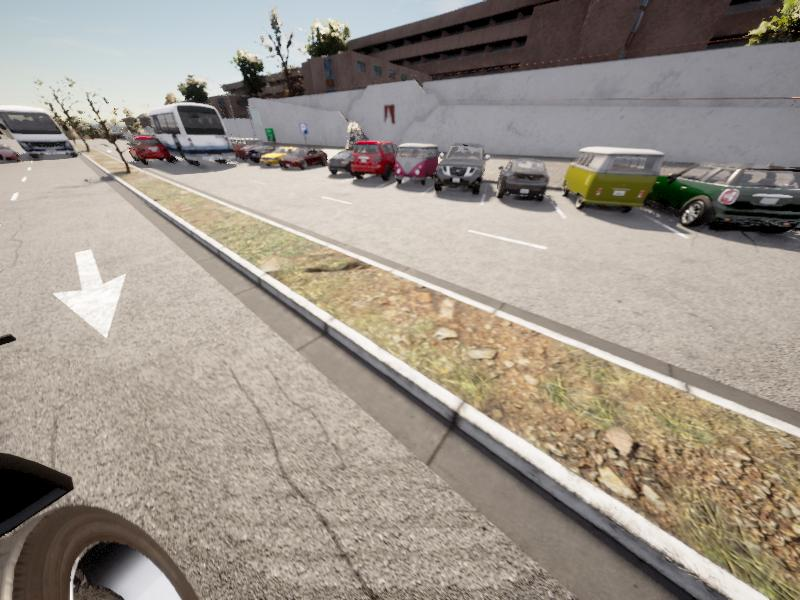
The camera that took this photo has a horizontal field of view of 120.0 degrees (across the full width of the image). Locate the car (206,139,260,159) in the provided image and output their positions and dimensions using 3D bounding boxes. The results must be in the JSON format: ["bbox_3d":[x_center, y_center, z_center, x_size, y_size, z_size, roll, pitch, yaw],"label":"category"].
[{"bbox_3d":[-19.697,-18.082,27.593,2.185,1.767,4.553,12,36,15],"label":"car"}]

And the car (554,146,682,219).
[{"bbox_3d":[8.088,-4.960,9.301,1.878,1.987,4.442,12,36,15],"label":"car"}]

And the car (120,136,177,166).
[{"bbox_3d":[-23.530,-14.006,21.577,5.566,2.045,2.150,26,43,31],"label":"car"}]

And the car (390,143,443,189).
[{"bbox_3d":[1.088,-8.121,13.725,1.878,1.987,4.442,12,36,15],"label":"car"}]

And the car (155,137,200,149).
[{"bbox_3d":[-38.156,-27.021,39.796,2.231,1.521,4.892,12,36,15],"label":"car"}]

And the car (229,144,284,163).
[{"bbox_3d":[-15.069,-15.714,24.673,2.002,1.452,4.674,12,36,15],"label":"car"}]

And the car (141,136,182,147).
[{"bbox_3d":[-47.345,-31.595,46.012,1.946,1.575,5.366,12,36,15],"label":"car"}]

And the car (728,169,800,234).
[{"bbox_3d":[12.666,-2.486,6.286,2.002,1.452,4.674,12,36,15],"label":"car"}]

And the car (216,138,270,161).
[{"bbox_3d":[-17.400,-16.987,25.948,1.878,1.987,4.442,13,37,15],"label":"car"}]

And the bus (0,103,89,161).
[{"bbox_3d":[-38.309,-17.856,24.657,10.273,4.253,3.944,26,43,30],"label":"bus"}]

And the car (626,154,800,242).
[{"bbox_3d":[10.350,-3.703,7.706,2.185,1.767,4.553,12,36,15],"label":"car"}]

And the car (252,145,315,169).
[{"bbox_3d":[-10.495,-13.417,21.458,1.946,1.575,5.366,12,36,15],"label":"car"}]

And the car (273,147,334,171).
[{"bbox_3d":[-8.137,-12.364,20.073,2.163,1.488,4.792,12,36,15],"label":"car"}]

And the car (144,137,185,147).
[{"bbox_3d":[-45.099,-30.373,44.345,2.231,1.521,4.892,12,36,15],"label":"car"}]

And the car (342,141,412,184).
[{"bbox_3d":[-1.184,-9.318,15.364,2.435,2.045,5.566,12,36,15],"label":"car"}]

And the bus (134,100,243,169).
[{"bbox_3d":[-19.710,-15.226,21.469,10.273,4.253,3.944,26,42,31],"label":"bus"}]

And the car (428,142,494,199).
[{"bbox_3d":[3.428,-7.093,12.244,2.435,2.045,5.566,12,36,15],"label":"car"}]

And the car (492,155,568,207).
[{"bbox_3d":[5.736,-5.803,10.870,2.231,1.521,4.892,12,36,15],"label":"car"}]

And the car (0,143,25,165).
[{"bbox_3d":[-35.212,-12.808,20.188,4.181,1.385,1.994,26,43,30],"label":"car"}]

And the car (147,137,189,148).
[{"bbox_3d":[-42.779,-29.261,42.830,2.097,1.535,5.008,12,36,15],"label":"car"}]

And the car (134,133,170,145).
[{"bbox_3d":[-52.055,-33.844,48.693,1.878,1.987,4.442,12,36,15],"label":"car"}]

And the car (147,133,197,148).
[{"bbox_3d":[-40.465,-28.364,41.188,2.435,2.045,5.566,12,36,15],"label":"car"}]

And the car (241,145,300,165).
[{"bbox_3d":[-12.747,-14.620,23.174,2.163,1.488,4.792,12,36,15],"label":"car"}]

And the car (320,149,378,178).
[{"bbox_3d":[-3.508,-10.162,17.037,2.002,1.452,4.674,12,36,15],"label":"car"}]
